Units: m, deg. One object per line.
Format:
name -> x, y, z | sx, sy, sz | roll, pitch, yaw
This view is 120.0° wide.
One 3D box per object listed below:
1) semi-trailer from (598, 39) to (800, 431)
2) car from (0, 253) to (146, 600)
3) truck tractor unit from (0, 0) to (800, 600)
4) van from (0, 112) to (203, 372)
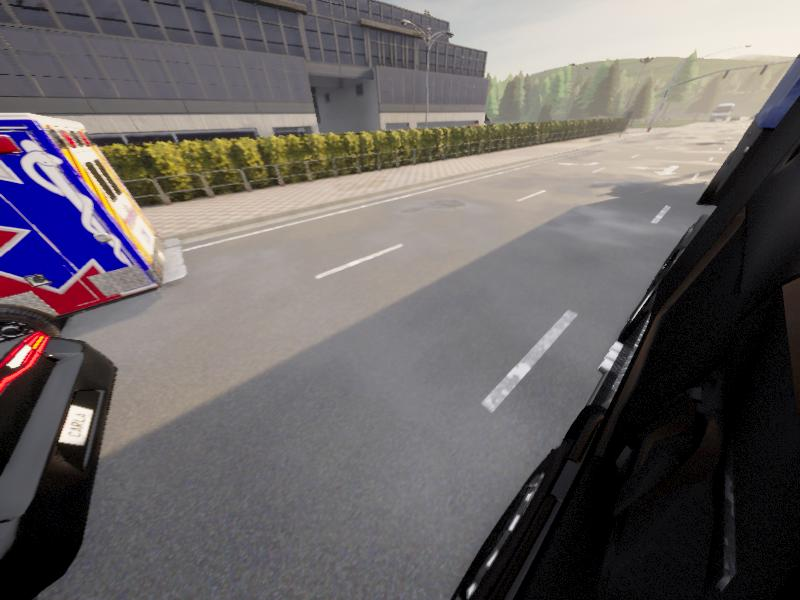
semi-trailer -> 8.701, -3.597, 4.235 | 14.254, 4.402, 2.717 | -28, 44, -30
car -> -4.211, 1.728, 0.330 | 4.974, 1.542, 2.038 | -28, 44, -30
truck tractor unit -> 2.645, -0.295, 0.351 | 6.516, 4.208, 3.053 | -28, 44, -30
van -> -6.496, -0.158, 2.249 | 6.366, 2.431, 2.351 | -28, 44, -30
